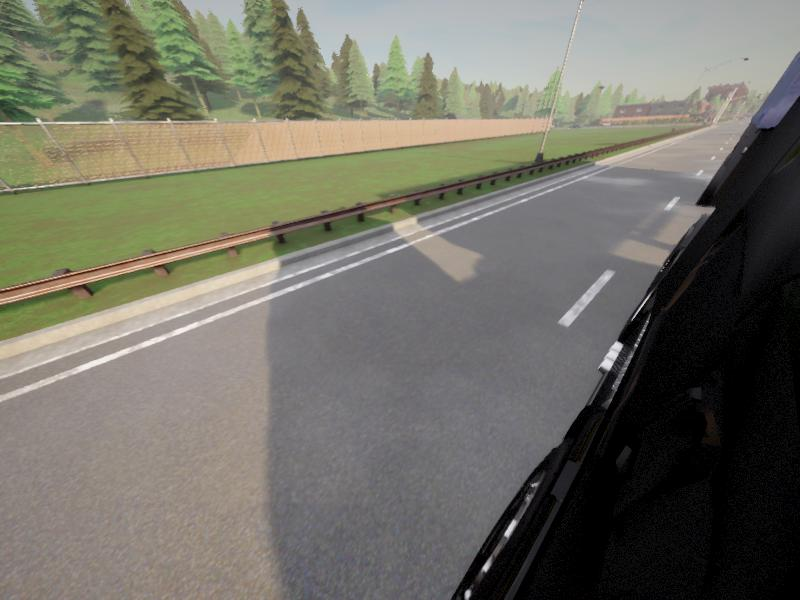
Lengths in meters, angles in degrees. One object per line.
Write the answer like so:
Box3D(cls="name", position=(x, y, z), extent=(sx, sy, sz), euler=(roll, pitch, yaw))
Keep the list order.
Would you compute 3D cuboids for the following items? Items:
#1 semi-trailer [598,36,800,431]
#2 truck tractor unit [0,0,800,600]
Box3D(cls="semi-trailer", position=(8.696, -3.581, 4.264), extent=(14.254, 4.402, 2.717), euler=(-28, 43, -30))
Box3D(cls="truck tractor unit", position=(2.645, -0.295, 0.351), extent=(6.516, 4.208, 3.053), euler=(-28, 44, -30))
